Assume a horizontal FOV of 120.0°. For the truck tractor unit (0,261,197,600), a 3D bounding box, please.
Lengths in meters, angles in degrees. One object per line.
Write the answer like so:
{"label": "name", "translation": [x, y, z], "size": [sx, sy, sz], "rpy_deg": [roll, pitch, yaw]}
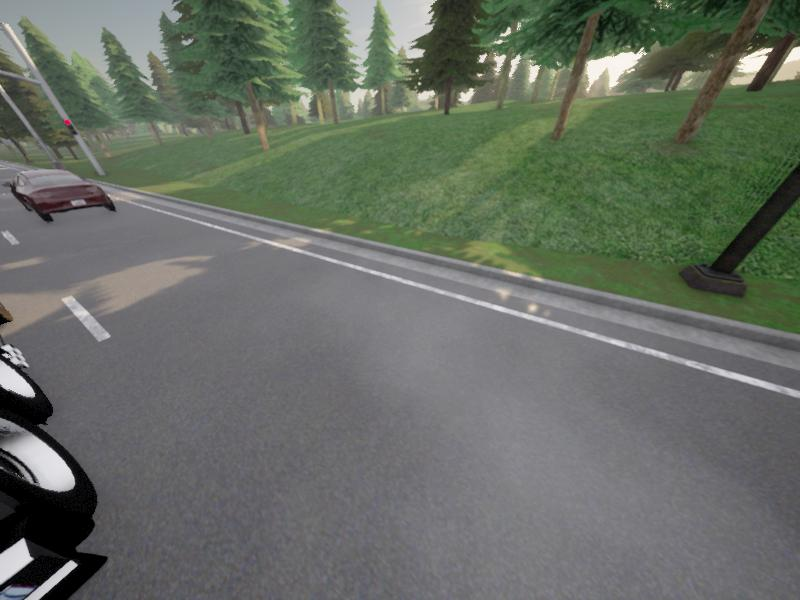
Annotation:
{"label": "truck tractor unit", "translation": [-5.113, -0.299, 0.784], "size": [6.516, 4.208, 3.053], "rpy_deg": [18, 39, 24]}

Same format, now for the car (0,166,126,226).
{"label": "car", "translation": [-12.929, -4.091, 8.741], "size": [4.674, 1.442, 1.812], "rpy_deg": [18, 39, 25]}
